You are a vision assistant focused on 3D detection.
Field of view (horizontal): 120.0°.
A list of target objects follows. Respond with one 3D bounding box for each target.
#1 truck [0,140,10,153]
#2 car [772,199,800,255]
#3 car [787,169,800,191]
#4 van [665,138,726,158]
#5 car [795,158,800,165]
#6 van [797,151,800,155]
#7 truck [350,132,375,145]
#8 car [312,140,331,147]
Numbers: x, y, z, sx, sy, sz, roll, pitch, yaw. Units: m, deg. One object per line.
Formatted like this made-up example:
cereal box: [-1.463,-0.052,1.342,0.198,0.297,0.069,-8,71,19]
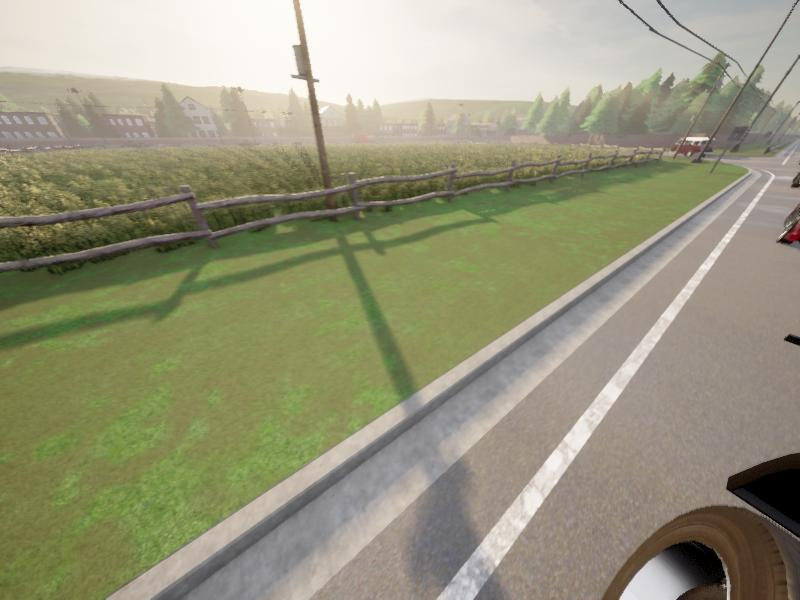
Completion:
truck: [-86.524,-31.253,45.615,8.468,3.827,2.891,-22,41,-28]
car: [11.279,-2.018,5.493,4.181,1.385,1.994,-22,41,-28]
car: [22.302,-6.603,11.688,5.027,1.651,2.152,-22,41,-28]
van: [36.896,-19.238,29.129,2.069,2.038,4.480,6,36,9]
car: [38.901,-13.310,21.191,4.792,1.488,2.163,-22,41,-28]
van: [57.907,-21.443,31.751,6.366,2.431,2.351,-22,41,-28]
truck: [-13.421,-58.300,83.390,8.468,3.827,2.891,-22,41,-28]
car: [-25.183,-50.157,73.921,5.366,1.575,1.801,-22,41,-28]
